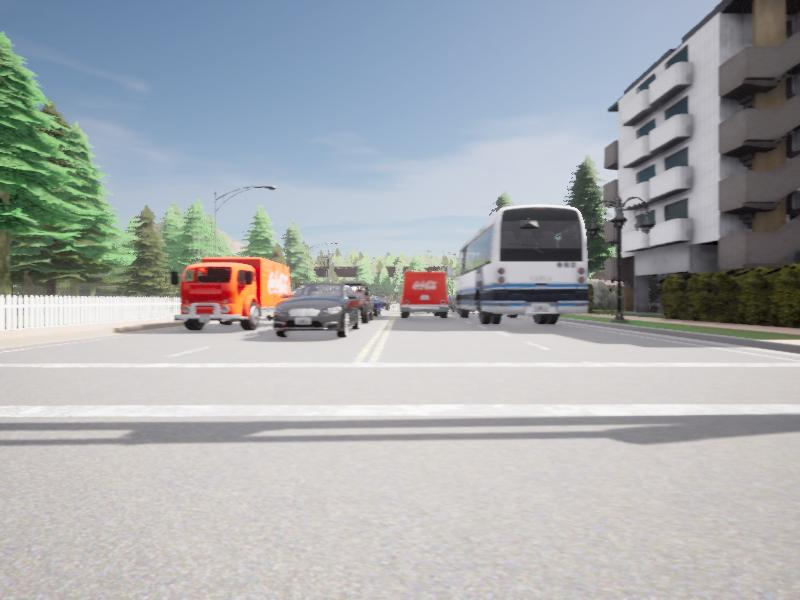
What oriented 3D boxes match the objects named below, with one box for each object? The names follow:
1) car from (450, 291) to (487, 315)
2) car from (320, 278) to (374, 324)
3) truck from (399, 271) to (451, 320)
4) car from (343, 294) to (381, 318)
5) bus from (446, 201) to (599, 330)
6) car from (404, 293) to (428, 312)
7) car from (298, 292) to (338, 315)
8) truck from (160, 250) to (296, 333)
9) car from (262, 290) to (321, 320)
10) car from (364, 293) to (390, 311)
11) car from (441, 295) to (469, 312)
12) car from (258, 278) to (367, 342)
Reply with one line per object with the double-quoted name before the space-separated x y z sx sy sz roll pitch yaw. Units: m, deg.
"car" 4.812 0.205 28.760 1.801 1.575 5.366 0 0 0
"car" -2.256 0.047 18.054 1.905 1.878 3.866 0 0 0
"truck" 1.272 -0.241 22.680 2.627 2.467 5.204 0 0 0
"car" -2.214 0.345 24.530 1.895 1.301 4.718 0 0 0
"bus" 4.628 -1.131 18.335 3.944 4.253 10.273 0 0 0
"car" 1.355 0.226 35.654 1.882 1.535 5.008 0 0 0
"car" -5.691 0.245 28.377 1.837 1.490 4.892 0 0 0
"truck" -5.775 -0.244 14.459 2.627 2.467 5.204 0 0 0
"car" -5.731 0.245 21.816 1.837 1.490 4.892 0 0 0
"car" -2.129 0.181 38.422 2.152 1.651 5.027 0 0 0
"car" 4.853 0.312 35.892 1.994 1.385 4.181 0 0 0
"car" -2.290 0.236 11.979 2.128 1.511 4.902 0 0 1
